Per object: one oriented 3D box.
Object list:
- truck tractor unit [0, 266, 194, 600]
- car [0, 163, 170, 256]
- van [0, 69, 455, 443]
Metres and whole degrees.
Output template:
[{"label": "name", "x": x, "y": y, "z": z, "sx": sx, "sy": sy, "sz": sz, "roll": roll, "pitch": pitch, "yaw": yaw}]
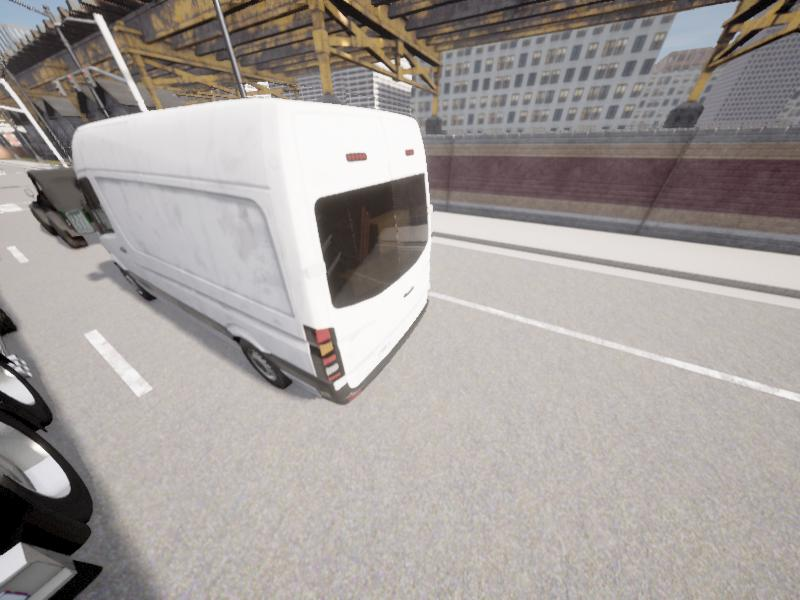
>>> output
[{"label": "truck tractor unit", "x": -5.132, "y": -0.253, "z": 0.860, "sx": 6.516, "sy": 4.208, "sz": 3.053, "roll": 16, "pitch": 37, "yaw": 26}, {"label": "car", "x": -9.459, "y": -2.918, "z": 6.929, "sx": 3.866, "sy": 1.878, "sz": 1.905, "roll": 18, "pitch": 39, "yaw": 25}, {"label": "van", "x": -2.530, "y": -0.996, "z": 3.411, "sx": 5.915, "sy": 2.561, "sz": 1.988, "roll": 18, "pitch": 39, "yaw": 25}]
